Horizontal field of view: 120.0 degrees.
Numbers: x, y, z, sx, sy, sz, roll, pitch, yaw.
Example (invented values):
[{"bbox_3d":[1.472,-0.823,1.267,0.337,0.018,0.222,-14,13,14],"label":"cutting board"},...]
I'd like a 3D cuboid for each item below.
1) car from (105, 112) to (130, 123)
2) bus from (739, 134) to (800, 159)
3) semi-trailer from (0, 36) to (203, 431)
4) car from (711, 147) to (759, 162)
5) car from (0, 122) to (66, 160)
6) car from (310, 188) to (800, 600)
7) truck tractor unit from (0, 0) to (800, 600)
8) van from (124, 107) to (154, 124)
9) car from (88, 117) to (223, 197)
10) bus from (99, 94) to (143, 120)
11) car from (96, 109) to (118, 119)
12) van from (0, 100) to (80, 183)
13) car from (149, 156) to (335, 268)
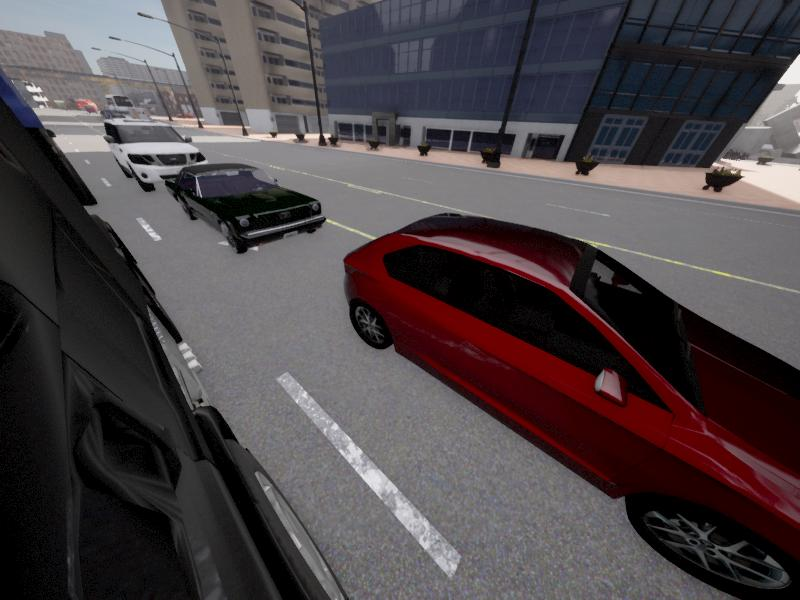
[{"bbox_3d":[-56.000,-36.202,45.832,4.902,1.511,2.128,30,44,28],"label":"car"},{"bbox_3d":[88.707,-35.541,53.478,10.273,4.253,3.944,29,44,29],"label":"bus"},{"bbox_3d":[-8.755,-3.565,4.172,14.254,4.402,2.717,27,43,29],"label":"semi-trailer"},{"bbox_3d":[50.552,-22.066,35.011,1.845,1.501,3.633,3,37,-1],"label":"car"},{"bbox_3d":[-22.274,-9.521,13.728,4.902,1.511,2.128,28,44,30],"label":"car"},{"bbox_3d":[1.278,0.188,2.242,4.193,1.474,1.816,28,44,30],"label":"car"},{"bbox_3d":[-2.645,-0.295,0.351,6.516,4.208,3.053,28,44,30],"label":"truck tractor unit"},{"bbox_3d":[-54.261,-38.439,48.059,6.366,2.431,2.351,30,44,28],"label":"van"},{"bbox_3d":[-9.754,-5.872,9.177,5.566,2.045,2.150,28,44,30],"label":"car"},{"bbox_3d":[-66.086,-45.753,54.711,10.273,4.253,3.944,29,44,29],"label":"bus"},{"bbox_3d":[-66.091,-41.886,52.068,5.357,1.411,2.033,29,44,29],"label":"car"},{"bbox_3d":[-16.568,-6.880,9.795,6.366,2.431,2.351,28,44,30],"label":"van"},{"bbox_3d":[-3.915,-2.476,5.626,4.718,1.301,1.895,28,44,30],"label":"car"}]
